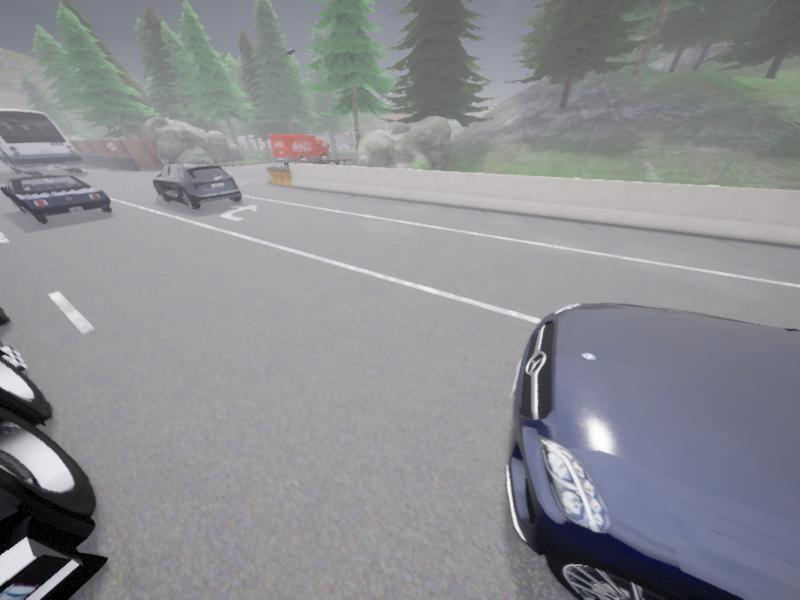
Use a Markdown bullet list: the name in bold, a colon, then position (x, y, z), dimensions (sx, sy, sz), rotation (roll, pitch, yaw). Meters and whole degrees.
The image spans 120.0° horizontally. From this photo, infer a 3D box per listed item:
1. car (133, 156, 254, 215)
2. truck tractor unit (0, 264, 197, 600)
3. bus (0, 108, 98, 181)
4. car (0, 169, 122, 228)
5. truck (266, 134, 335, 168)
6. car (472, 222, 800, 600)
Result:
- **car**: position (-9.020, -5.174, 10.116), dimensions (4.856, 1.649, 2.033), rotation (21, 41, 27)
- **truck tractor unit**: position (-5.113, -0.298, 0.788), dimensions (6.516, 4.208, 3.053), rotation (18, 39, 24)
- **bus**: position (-31.409, -13.064, 19.391), dimensions (10.273, 4.253, 3.944), rotation (19, 40, 25)
- **car**: position (-13.140, -4.004, 8.762), dimensions (4.718, 1.301, 1.895), rotation (18, 39, 24)
- **truck**: position (-9.356, -14.504, 22.425), dimensions (2.627, 2.467, 5.204), rotation (19, 38, 25)
- **car**: position (3.215, 1.170, 0.876), dimensions (5.027, 1.651, 2.152), rotation (18, 39, 24)
